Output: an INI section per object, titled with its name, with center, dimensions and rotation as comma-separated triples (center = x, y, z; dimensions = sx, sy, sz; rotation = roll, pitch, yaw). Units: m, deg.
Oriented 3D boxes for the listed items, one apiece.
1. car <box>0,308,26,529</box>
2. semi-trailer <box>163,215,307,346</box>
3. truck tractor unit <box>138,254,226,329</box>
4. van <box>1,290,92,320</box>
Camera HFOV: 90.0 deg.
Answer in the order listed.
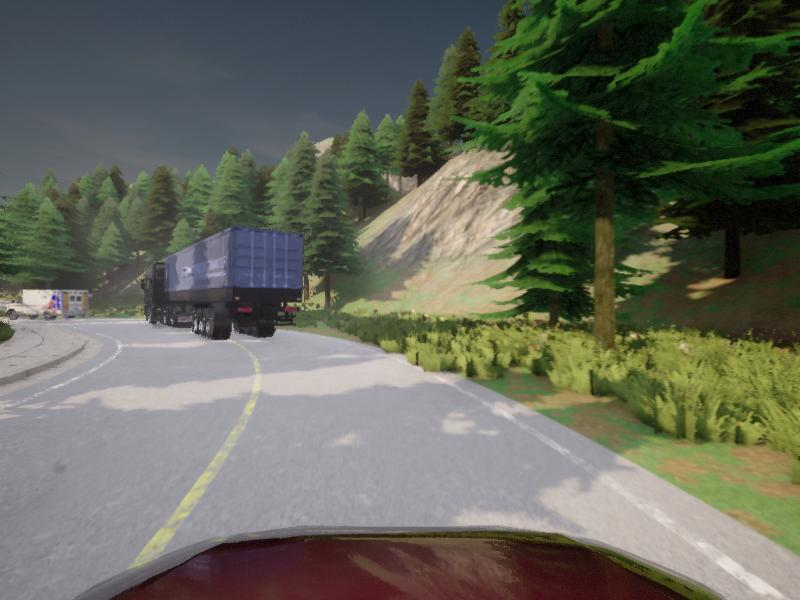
[car]
center = -3.475, 0.825, 0.405
dimensions = 1.882, 1.535, 5.008
rotation = 0, 0, -6
[semi-trailer]
center = -9.033, -0.623, 19.800
dimensions = 2.717, 4.402, 14.254
rotation = 1, -1, -38
[truck tractor unit]
center = -14.179, -0.516, 25.793
dimensions = 6.516, 4.208, 3.053
rotation = 0, 0, 43
[van]
center = -30.032, 0.389, 34.060
dimensions = 6.366, 2.431, 2.351
rotation = 0, 0, 10
